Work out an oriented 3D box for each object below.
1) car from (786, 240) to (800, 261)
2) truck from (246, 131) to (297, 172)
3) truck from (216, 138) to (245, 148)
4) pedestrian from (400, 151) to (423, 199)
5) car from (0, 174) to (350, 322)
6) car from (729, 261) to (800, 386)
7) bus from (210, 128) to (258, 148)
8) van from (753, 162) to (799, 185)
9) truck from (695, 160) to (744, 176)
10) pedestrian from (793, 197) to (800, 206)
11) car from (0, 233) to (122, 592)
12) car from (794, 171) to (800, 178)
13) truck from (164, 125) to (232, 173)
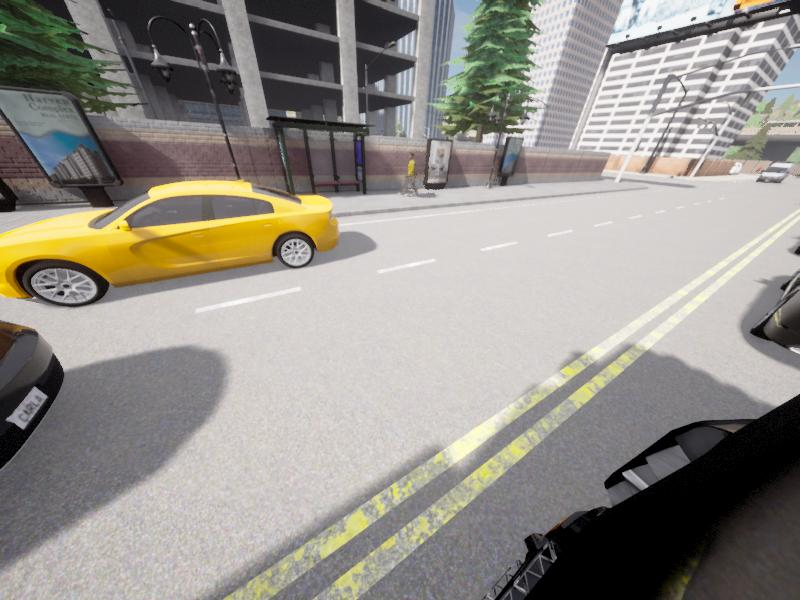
[{"bbox_3d":[13.676,-1.928,6.386,4.611,1.667,2.242,-16,38,-26],"label":"car"},{"bbox_3d":[-10.482,-11.995,18.675,2.615,2.467,5.204,-16,38,-26],"label":"truck"},{"bbox_3d":[-48.151,-44.741,65.700,6.274,2.098,2.390,-16,38,-26],"label":"truck"},{"bbox_3d":[0.500,-5.657,10.498,0.751,1.860,0.751,-4,34,-11],"label":"pedestrian"},{"bbox_3d":[-3.724,-1.391,4.363,5.008,1.535,1.882,-16,38,-26],"label":"car"},{"bbox_3d":[7.290,-0.099,3.169,5.238,1.638,1.930,-16,38,-26],"label":"car"},{"bbox_3d":[-48.605,-47.659,68.107,10.273,4.253,3.944,-16,38,-26],"label":"bus"},{"bbox_3d":[54.631,-18.427,33.576,5.915,2.561,1.988,-17,38,-25],"label":"van"},{"bbox_3d":[67.199,-27.942,48.688,2.615,2.467,5.204,-16,38,-26],"label":"truck"},{"bbox_3d":[27.257,-6.903,15.211,0.751,1.300,0.751,-24,42,-34],"label":"pedestrian"},{"bbox_3d":[-4.771,1.161,0.479,4.892,1.490,1.837,-16,38,-26],"label":"car"},{"bbox_3d":[90.072,-26.857,49.755,2.038,1.542,4.974,-16,38,-26],"label":"car"},{"bbox_3d":[-14.207,-10.930,16.785,2.615,2.467,5.204,-16,38,-26],"label":"truck"}]
